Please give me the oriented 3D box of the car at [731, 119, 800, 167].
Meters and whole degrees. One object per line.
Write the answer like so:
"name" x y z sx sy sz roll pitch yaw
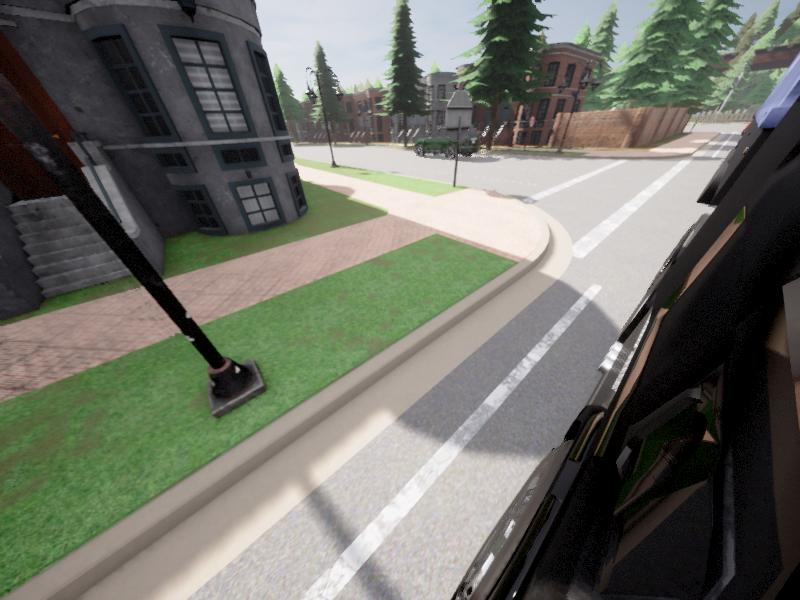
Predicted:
"car" 19.225 -8.138 11.824 5.238 1.638 1.930 -28 44 -30

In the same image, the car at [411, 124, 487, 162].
"car" 3.506 -12.201 17.890 2.150 2.045 5.566 -27 43 -28

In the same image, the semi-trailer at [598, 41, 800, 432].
"semi-trailer" 8.690 -3.624 4.217 14.254 4.402 2.717 -28 44 -30

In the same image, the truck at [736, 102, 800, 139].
"truck" 33.804 -16.312 21.025 5.204 2.467 2.627 -28 44 -30

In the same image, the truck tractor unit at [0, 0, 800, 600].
"truck tractor unit" 2.645 -0.295 0.351 6.516 4.208 3.053 -28 44 -30
